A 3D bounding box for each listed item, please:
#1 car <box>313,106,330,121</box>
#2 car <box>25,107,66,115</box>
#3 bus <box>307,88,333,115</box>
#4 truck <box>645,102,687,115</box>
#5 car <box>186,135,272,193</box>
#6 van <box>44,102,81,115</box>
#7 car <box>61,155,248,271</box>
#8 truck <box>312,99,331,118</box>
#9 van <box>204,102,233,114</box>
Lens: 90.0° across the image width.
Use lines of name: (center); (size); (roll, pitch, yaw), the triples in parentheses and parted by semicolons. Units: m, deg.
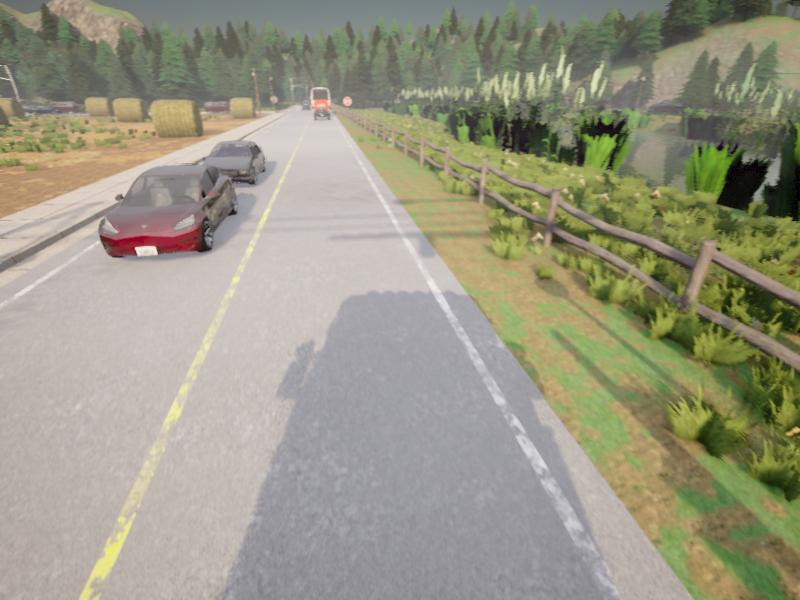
car: (-11.079, -26.475, 56.691); (2.152, 1.651, 5.027); (-5, 27, -9)
car: (-61.092, -32.645, 69.057); (4.718, 1.301, 1.895); (-6, 28, -11)
bus: (-14.762, -36.841, 74.090); (3.944, 4.253, 10.273); (-5, 27, -9)
truck: (49.229, -35.557, 74.214); (2.390, 2.098, 6.274); (-8, 28, -15)
car: (-6.596, -5.657, 16.162); (2.033, 1.411, 5.357); (-5, 27, -9)
van: (-60.812, -34.609, 72.155); (4.442, 1.987, 1.775); (-6, 28, -11)
car: (-5.307, -2.373, 9.636); (2.163, 1.488, 4.792); (-5, 27, -9)
truck: (-12.470, -30.448, 63.535); (2.627, 2.467, 5.204); (-5, 27, -9)
van: (-33.762, -35.736, 74.444); (4.442, 1.987, 1.775); (-6, 28, -11)
